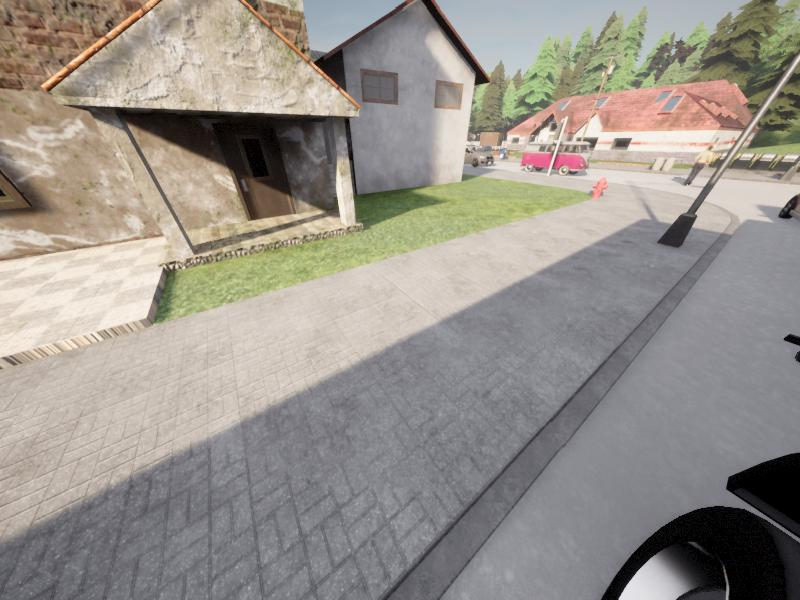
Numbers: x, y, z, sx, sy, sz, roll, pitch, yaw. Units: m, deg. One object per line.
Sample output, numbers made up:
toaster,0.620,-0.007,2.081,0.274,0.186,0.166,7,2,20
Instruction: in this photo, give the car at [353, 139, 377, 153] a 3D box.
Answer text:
car,-6.681,-29.339,43.837,2.150,2.045,5.566,-22,40,-27

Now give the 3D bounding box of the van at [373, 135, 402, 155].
van,-2.121,-25.732,38.259,1.988,2.561,5.915,-22,41,-27

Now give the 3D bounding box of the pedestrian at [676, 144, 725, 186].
pedestrian,16.056,-7.211,12.384,0.751,1.860,0.751,-24,42,-30

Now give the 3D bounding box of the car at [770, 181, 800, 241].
car,12.320,-2.537,6.083,3.705,1.549,1.789,-30,45,-35

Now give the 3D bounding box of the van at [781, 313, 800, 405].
van,7.073,-0.468,2.338,5.915,2.561,1.988,-20,40,-26

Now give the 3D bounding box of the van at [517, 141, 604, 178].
van,11.258,-10.222,16.626,1.775,1.987,4.442,-22,40,-27

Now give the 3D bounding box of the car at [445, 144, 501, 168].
car,6.794,-13.837,22.062,2.242,1.667,4.611,-22,40,-27
